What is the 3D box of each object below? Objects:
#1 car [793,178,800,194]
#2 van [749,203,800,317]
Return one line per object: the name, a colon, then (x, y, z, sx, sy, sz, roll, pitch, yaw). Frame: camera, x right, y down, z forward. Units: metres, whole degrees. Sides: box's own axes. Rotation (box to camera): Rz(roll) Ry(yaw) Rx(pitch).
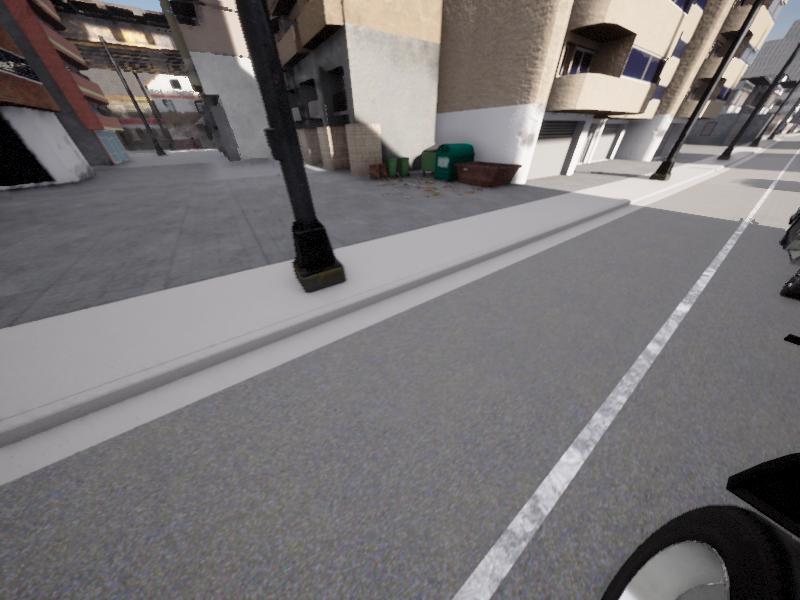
car: (21.370, -6.039, 11.011, 4.902, 1.511, 2.128, -22, 41, -28)
van: (9.064, -1.464, 3.815, 6.366, 2.431, 2.351, -22, 41, -28)
